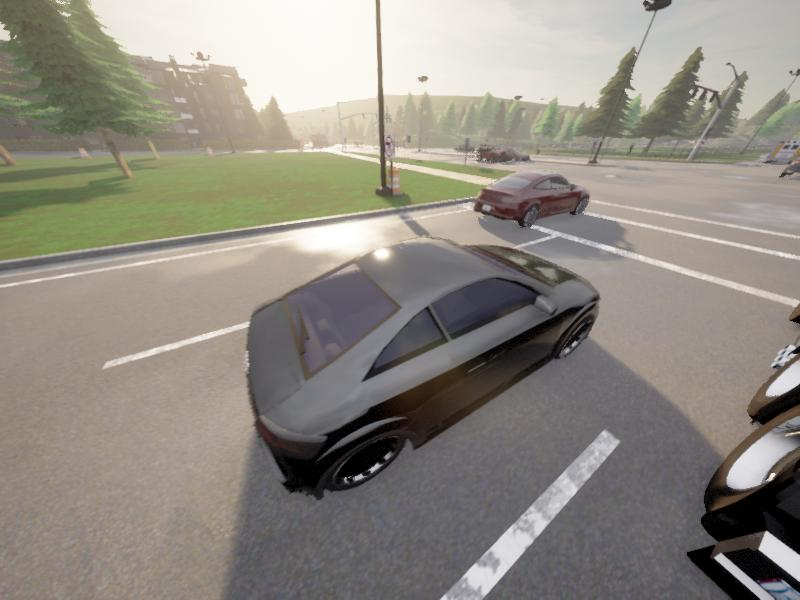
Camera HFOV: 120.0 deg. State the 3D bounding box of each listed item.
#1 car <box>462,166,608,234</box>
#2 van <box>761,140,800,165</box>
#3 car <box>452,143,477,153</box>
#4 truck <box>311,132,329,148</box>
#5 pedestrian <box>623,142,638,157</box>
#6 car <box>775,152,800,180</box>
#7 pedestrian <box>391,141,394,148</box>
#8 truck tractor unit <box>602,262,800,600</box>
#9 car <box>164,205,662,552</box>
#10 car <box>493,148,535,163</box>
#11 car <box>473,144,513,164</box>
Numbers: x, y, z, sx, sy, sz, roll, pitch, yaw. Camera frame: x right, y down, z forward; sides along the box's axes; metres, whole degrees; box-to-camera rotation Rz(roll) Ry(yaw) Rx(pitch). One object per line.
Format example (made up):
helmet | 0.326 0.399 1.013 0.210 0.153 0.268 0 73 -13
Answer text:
car | 4.663 -3.650 8.011 4.674 1.442 1.812 -18 39 -24
van | 48.323 -18.336 28.567 6.366 2.431 2.351 -18 39 -24
car | 13.518 -32.300 49.048 1.930 1.638 5.238 -18 39 -24
truck | -25.600 -51.192 73.979 2.891 3.827 8.468 -18 39 -25
pedestrian | 35.535 -23.166 35.595 0.751 1.860 0.751 -16 38 -22
car | 31.054 -10.048 17.239 5.027 1.651 2.152 -18 39 -24
pedestrian | -2.400 -50.613 74.995 0.751 1.860 0.751 -28 44 -34
truck tractor unit | 5.109 -0.302 0.789 6.516 4.208 3.053 -18 39 -24
car | 0.521 0.047 2.737 4.181 1.385 1.994 -18 39 -24
car | 14.180 -18.153 28.977 1.994 1.385 4.181 -18 39 -24
car | 11.004 -17.524 27.592 1.905 1.878 3.866 -18 39 -24
